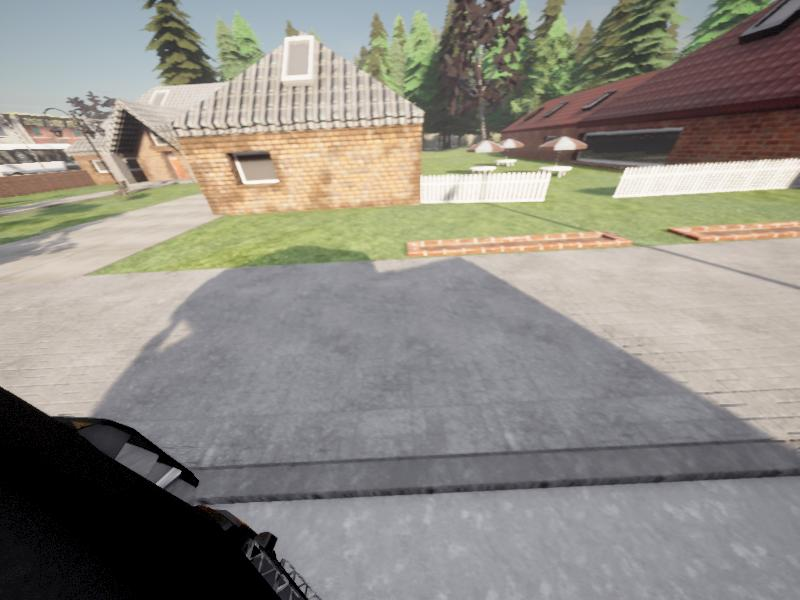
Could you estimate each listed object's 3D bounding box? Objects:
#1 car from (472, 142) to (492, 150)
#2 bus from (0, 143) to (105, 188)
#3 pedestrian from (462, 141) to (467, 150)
[{"bbox_3d":[24.116,-45.156,67.868,5.027,1.651,2.152,-3,34,0],"label":"car"},{"bbox_3d":[-46.921,-17.520,29.774,3.944,4.253,10.273,-3,34,0],"label":"bus"},{"bbox_3d":[17.264,-41.211,61.504,0.751,1.860,0.751,-11,35,-12],"label":"pedestrian"}]
